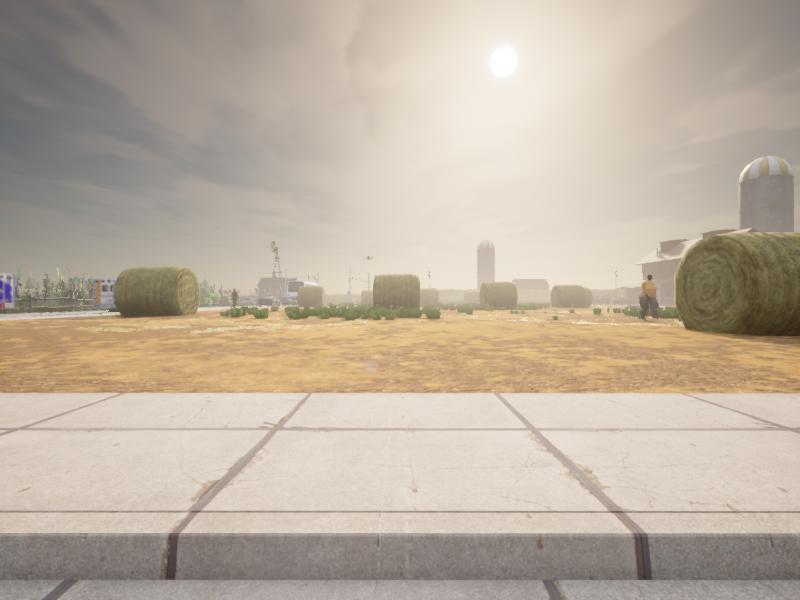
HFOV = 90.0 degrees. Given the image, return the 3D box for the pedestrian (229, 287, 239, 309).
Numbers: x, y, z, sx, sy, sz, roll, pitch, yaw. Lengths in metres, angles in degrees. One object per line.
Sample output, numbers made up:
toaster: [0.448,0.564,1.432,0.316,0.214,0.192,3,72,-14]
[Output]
pedestrian: [-14.561,-0.161,35.151,0.751,1.860,0.751,0,0,-17]

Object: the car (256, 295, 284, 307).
car: [-18.168,0.123,56.124,1.930,1.638,5.238,0,0,3]

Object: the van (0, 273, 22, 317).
van: [-23.397,-0.274,20.201,2.351,2.431,6.366,0,0,3]

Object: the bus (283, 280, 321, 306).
bus: [-17.491,-1.186,72.674,3.944,4.253,10.273,0,0,3]

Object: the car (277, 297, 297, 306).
car: [-17.830,0.206,63.155,1.816,1.474,4.193,0,0,3]

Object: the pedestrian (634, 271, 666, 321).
pedestrian: [9.578,-0.137,15.351,0.751,1.860,0.751,0,0,-1]

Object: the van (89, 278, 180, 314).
van: [-19.458,-0.272,29.865,2.351,2.431,6.366,0,0,3]
